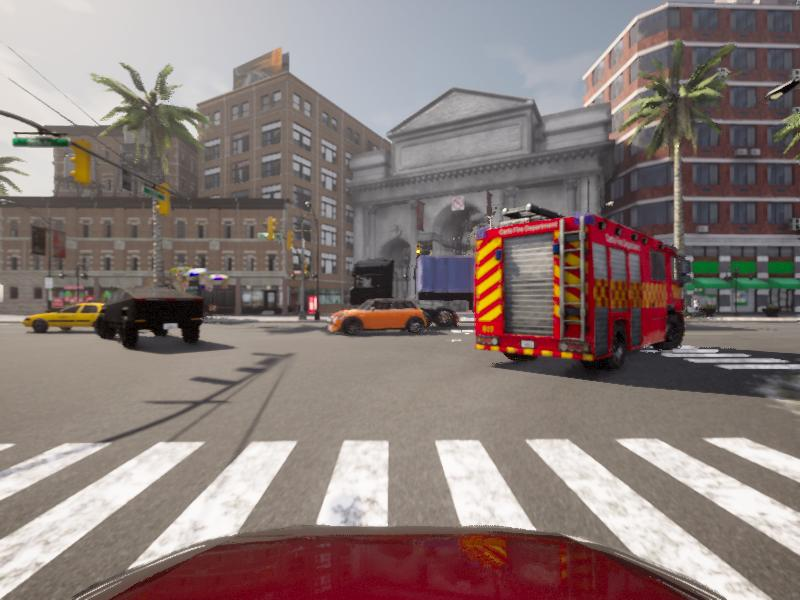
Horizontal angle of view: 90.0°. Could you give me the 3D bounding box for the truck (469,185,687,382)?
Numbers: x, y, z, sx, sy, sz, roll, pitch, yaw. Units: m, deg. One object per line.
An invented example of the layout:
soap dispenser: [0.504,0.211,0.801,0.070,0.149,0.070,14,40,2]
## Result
truck: [5.745,-0.306,11.740,8.468,3.827,2.891,0,0,-44]

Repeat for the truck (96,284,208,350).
truck: [-9.907,0.555,15.681,2.390,2.098,6.274,0,0,-45]

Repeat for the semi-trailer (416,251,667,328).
semi-trailer: [8.183,-0.588,24.228,14.254,4.402,2.717,0,0,-1]

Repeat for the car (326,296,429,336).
car: [-1.115,0.716,19.267,4.553,1.767,2.097,0,0,-18]

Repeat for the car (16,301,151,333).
car: [-15.903,0.821,20.280,5.366,1.575,1.801,0,0,-1]

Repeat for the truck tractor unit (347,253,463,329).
truck tractor unit: [0.270,-0.495,24.113,6.516,4.208,3.053,0,0,-1]
